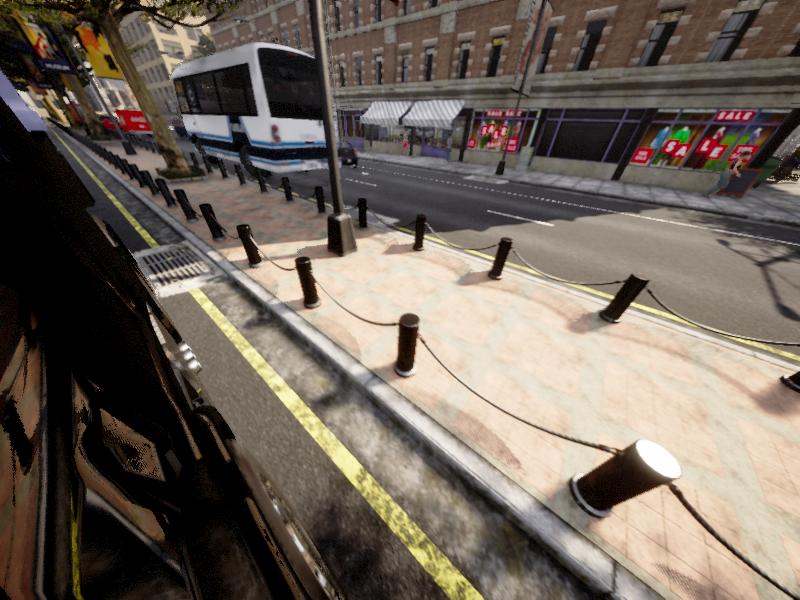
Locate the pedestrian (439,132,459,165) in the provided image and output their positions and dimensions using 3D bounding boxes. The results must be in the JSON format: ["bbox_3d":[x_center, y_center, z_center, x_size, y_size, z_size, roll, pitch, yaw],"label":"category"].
[{"bbox_3d":[3.372,-10.445,15.966,0.751,1.860,0.751,-28,46,-34],"label":"pedestrian"}]

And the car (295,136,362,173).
[{"bbox_3d":[-4.292,-8.873,13.931,3.633,1.501,1.845,28,43,29],"label":"car"}]

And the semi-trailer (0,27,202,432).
[{"bbox_3d":[-8.754,-3.579,4.153,14.254,4.402,2.717,28,43,29],"label":"semi-trailer"}]

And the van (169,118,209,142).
[{"bbox_3d":[-23.849,-19.266,26.102,4.442,1.987,1.775,28,43,29],"label":"van"}]

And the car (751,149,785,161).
[{"bbox_3d":[66.566,-26.268,41.867,1.837,1.490,4.892,27,43,29],"label":"car"}]

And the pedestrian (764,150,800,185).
[{"bbox_3d":[25.002,-8.514,14.834,0.751,1.860,0.751,27,43,28],"label":"pedestrian"}]

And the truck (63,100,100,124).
[{"bbox_3d":[-72.683,-42.806,52.700,8.468,3.827,2.891,28,43,29],"label":"truck"}]

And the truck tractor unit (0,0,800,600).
[{"bbox_3d":[-2.645,-0.295,0.351,6.516,4.208,3.053,28,44,30],"label":"truck tractor unit"}]

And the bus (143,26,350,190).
[{"bbox_3d":[-7.633,-8.930,11.511,10.273,4.253,3.944,27,43,29],"label":"bus"}]

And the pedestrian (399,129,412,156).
[{"bbox_3d":[0.450,-13.535,19.891,0.751,1.860,0.751,26,42,27],"label":"pedestrian"}]

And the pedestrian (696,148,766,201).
[{"bbox_3d":[14.062,-5.366,9.907,0.751,1.860,0.751,28,44,29],"label":"pedestrian"}]

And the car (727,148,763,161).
[{"bbox_3d":[61.770,-26.132,41.502,2.152,1.651,5.027,27,43,29],"label":"car"}]

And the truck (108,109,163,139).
[{"bbox_3d":[-29.929,-19.929,26.178,5.204,2.467,2.627,28,43,29],"label":"truck"}]

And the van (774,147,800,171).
[{"bbox_3d":[48.318,-16.829,27.607,2.069,2.038,4.480,27,44,29],"label":"van"}]

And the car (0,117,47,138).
[{"bbox_3d":[-36.800,-16.880,22.551,5.357,1.411,2.033,28,43,29],"label":"car"}]

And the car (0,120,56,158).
[{"bbox_3d":[-22.698,-9.574,13.638,4.974,1.542,2.038,27,43,29],"label":"car"}]
